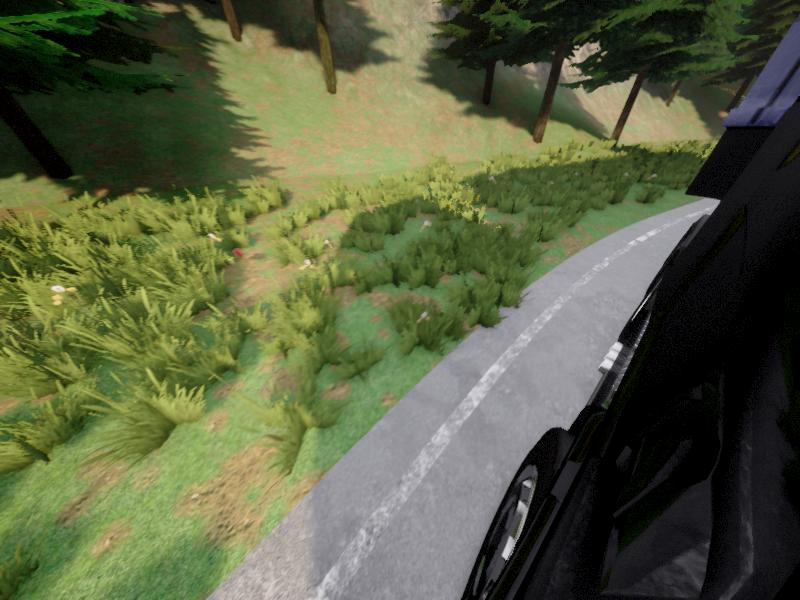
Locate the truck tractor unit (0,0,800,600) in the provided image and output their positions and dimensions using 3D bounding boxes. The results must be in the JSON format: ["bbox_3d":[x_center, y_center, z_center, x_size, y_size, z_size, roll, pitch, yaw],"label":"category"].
[{"bbox_3d":[2.645,-0.295,0.351,6.516,4.208,3.053,-28,44,-30],"label":"truck tractor unit"}]

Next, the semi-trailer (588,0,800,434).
[{"bbox_3d":[9.401,-2.977,3.417,14.254,4.402,2.717,-19,40,-21],"label":"semi-trailer"}]
